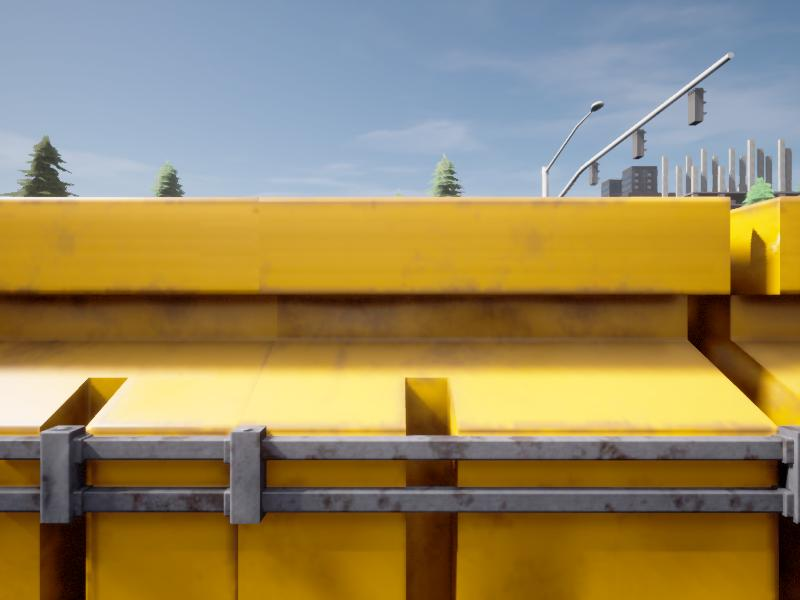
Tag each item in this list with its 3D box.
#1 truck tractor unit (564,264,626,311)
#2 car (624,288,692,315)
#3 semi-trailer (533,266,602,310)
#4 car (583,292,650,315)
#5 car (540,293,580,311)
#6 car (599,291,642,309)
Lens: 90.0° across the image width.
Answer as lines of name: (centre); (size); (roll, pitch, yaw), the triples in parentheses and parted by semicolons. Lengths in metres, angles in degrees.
truck tractor unit: (18.799, -1.119, 39.152); (3.053, 4.208, 6.516); (0, 0, 2)
car: (18.474, 0.091, 28.975); (2.097, 1.767, 4.553); (0, 0, 2)
semi-trailer: (19.116, -1.221, 47.058); (2.717, 4.402, 14.254); (0, 0, 2)
car: (14.937, 0.233, 27.992); (2.128, 1.511, 4.902); (0, 0, 2)
car: (15.268, 0.168, 38.498); (1.930, 1.638, 5.238); (0, 0, 2)
car: (26.063, -0.037, 47.541); (2.150, 2.045, 5.566); (0, 0, 2)
